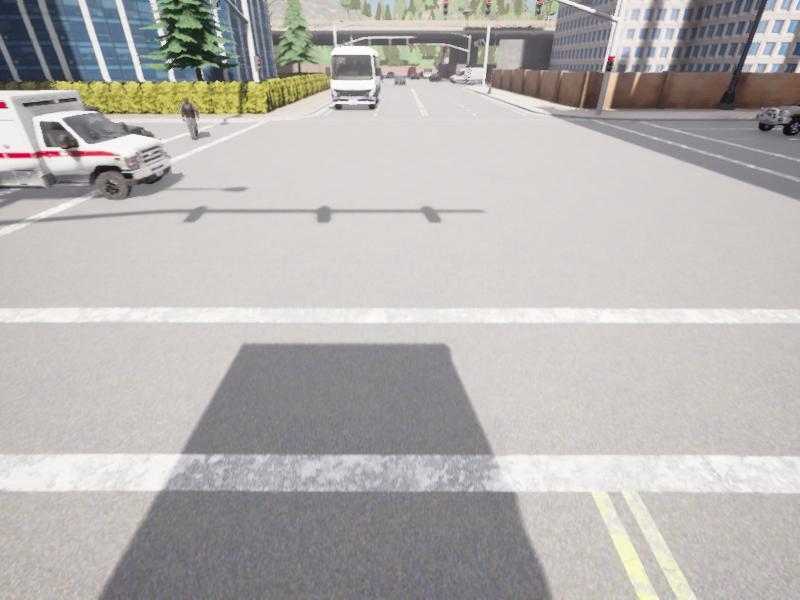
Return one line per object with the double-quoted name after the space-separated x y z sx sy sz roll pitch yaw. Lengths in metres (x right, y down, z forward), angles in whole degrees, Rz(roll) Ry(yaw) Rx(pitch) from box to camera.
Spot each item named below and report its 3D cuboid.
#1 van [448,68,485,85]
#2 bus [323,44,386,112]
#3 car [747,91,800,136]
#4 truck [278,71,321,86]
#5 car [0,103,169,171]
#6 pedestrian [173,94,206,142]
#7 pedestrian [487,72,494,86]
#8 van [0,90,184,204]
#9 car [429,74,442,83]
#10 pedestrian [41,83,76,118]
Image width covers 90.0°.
11.689 -39.667 70.838 5.915 2.561 1.988 -6 31 -11 "van"
-3.363 -18.496 33.249 3.944 4.253 10.273 0 30 0 "bus"
20.739 -9.271 19.907 4.605 1.855 1.932 1 30 2 "car"
-16.261 -36.091 65.205 6.274 2.098 2.390 0 30 0 "truck"
-10.533 -5.586 13.597 3.866 1.878 1.905 0 30 -1 "car"
-9.456 -8.209 18.045 0.751 1.860 0.751 -7 31 -11 "pedestrian"
13.861 -33.867 61.330 0.751 1.860 0.751 -1 30 -1 "pedestrian"
-9.711 -4.049 10.451 6.366 2.431 2.351 0 30 -1 "van"
7.053 -44.186 79.696 1.837 1.490 4.892 -2 31 -4 "car"
-21.006 -12.272 24.651 0.751 1.860 0.751 2 30 3 "pedestrian"
